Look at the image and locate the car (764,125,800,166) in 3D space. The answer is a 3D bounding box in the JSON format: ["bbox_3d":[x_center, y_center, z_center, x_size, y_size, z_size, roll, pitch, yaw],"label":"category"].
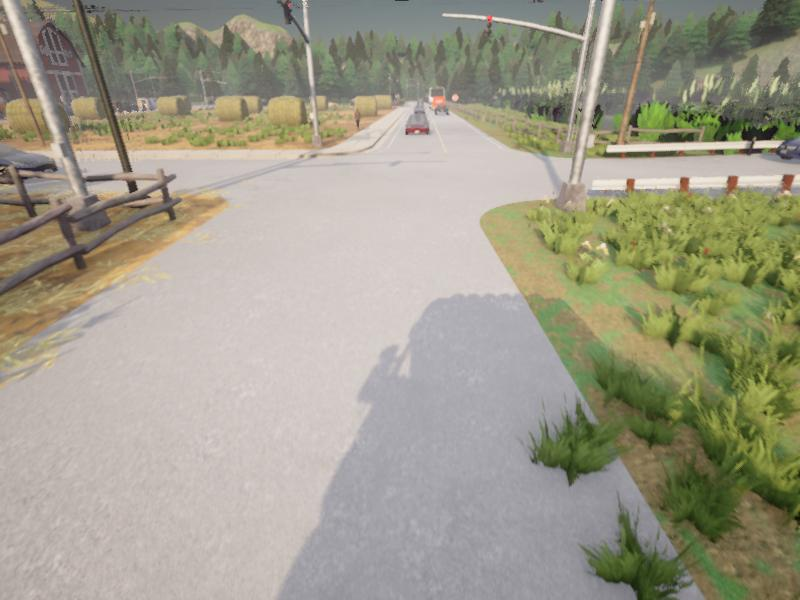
[{"bbox_3d":[18.911,-6.651,16.961,4.674,1.442,1.812,0,27,6],"label":"car"}]

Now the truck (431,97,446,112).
[{"bbox_3d":[7.332,-37.572,76.670,2.627,2.467,5.204,1,27,3],"label":"truck"}]

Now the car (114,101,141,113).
[{"bbox_3d":[-52.474,-37.266,77.107,1.932,1.855,4.605,-1,27,-1],"label":"car"}]

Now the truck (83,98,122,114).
[{"bbox_3d":[-52.335,-34.218,70.545,2.627,2.467,5.204,-1,27,-1],"label":"truck"}]

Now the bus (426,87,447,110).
[{"bbox_3d":[7.812,-44.110,87.400,3.944,4.253,10.273,1,27,3],"label":"bus"}]

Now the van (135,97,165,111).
[{"bbox_3d":[-52.629,-41.376,84.450,2.351,2.431,6.366,-1,27,-1],"label":"van"}]

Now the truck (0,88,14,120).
[{"bbox_3d":[-55.451,-25.059,51.319,2.891,3.827,8.468,-1,27,-1],"label":"truck"}]

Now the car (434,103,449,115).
[{"bbox_3d":[6.636,-30.569,64.018,2.152,1.651,5.027,1,27,3],"label":"car"}]

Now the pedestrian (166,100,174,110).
[{"bbox_3d":[-47.664,-40.425,82.840,0.751,1.860,0.751,-4,28,-8],"label":"pedestrian"}]

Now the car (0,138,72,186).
[{"bbox_3d":[-16.243,-5.417,15.595,4.792,1.488,2.163,0,27,0],"label":"car"}]

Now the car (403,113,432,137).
[{"bbox_3d":[1.461,-14.577,33.179,2.163,1.488,4.792,1,27,3],"label":"car"}]

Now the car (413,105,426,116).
[{"bbox_3d":[3.100,-30.159,63.494,2.033,1.411,5.357,1,27,3],"label":"car"}]

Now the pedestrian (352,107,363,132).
[{"bbox_3d":[-3.540,-15.146,33.516,0.751,1.860,0.751,-2,27,-4],"label":"pedestrian"}]
